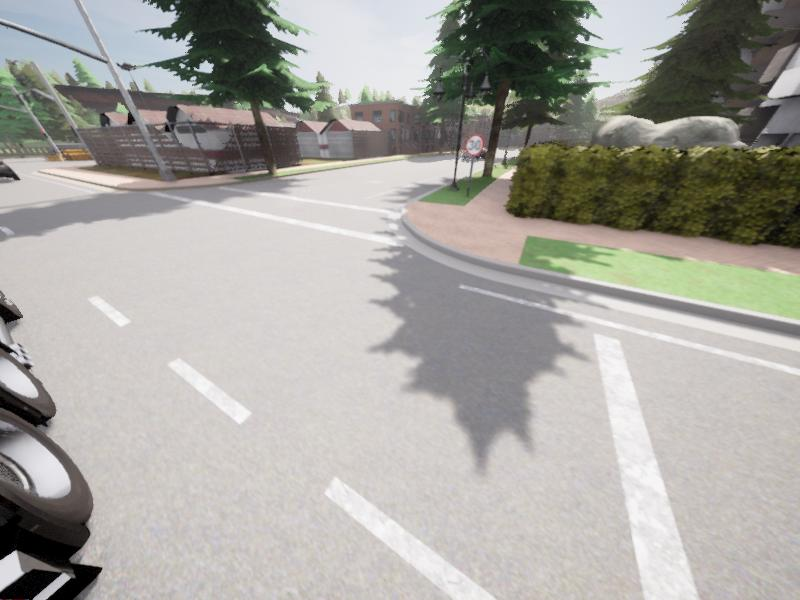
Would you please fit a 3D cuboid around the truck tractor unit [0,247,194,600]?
[{"bbox_3d":[-5.083,-0.327,0.822,6.516,4.208,3.053,19,39,26],"label":"truck tractor unit"}]

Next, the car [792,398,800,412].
[{"bbox_3d":[5.245,1.336,0.378,3.866,1.878,1.905,19,39,25],"label":"car"}]

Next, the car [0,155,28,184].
[{"bbox_3d":[-28.637,-9.049,15.927,4.902,1.511,2.128,17,39,24],"label":"car"}]
